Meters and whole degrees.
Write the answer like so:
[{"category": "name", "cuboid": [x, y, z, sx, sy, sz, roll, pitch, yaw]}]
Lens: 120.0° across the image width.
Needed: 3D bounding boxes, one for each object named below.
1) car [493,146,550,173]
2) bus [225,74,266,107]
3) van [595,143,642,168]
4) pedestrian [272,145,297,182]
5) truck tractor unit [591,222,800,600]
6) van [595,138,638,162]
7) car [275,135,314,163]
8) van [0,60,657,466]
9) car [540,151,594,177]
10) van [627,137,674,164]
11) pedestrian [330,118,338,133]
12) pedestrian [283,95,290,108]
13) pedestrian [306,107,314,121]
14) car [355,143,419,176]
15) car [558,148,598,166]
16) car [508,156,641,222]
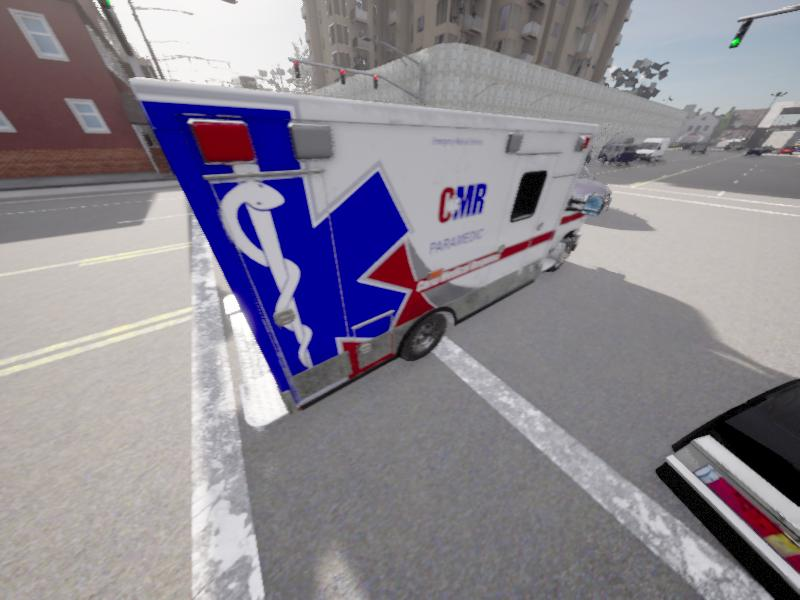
[{"category": "car", "cuboid": [10.687, -12.460, 20.315, 4.553, 1.767, 2.097, -22, 41, -29]}, {"category": "bus", "cuboid": [-30.313, -40.816, 45.226, 3.944, 4.253, 10.273, -22, 46, -29]}, {"category": "van", "cuboid": [22.433, -14.865, 23.737, 4.442, 1.987, 1.775, -22, 41, -29]}, {"category": "pedestrian", "cuboid": [-6.997, -8.273, 14.007, 0.751, 1.860, 0.751, -25, 42, -31]}, {"category": "truck tractor unit", "cuboid": [5.329, 0.025, 0.331, 6.516, 4.208, 3.053, -7, 36, -10]}, {"category": "van", "cuboid": [29.236, -20.370, 31.189, 5.915, 2.561, 1.988, -23, 41, -29]}, {"category": "car", "cuboid": [-10.650, -15.238, 23.181, 1.930, 1.638, 5.238, -22, 46, -29]}, {"category": "van", "cuboid": [0.791, -1.197, 3.579, 6.366, 2.431, 2.351, -22, 41, -29]}, {"category": "car", "cuboid": [13.240, -10.884, 18.335, 3.633, 1.501, 1.845, -23, 41, -30]}, {"category": "van", "cuboid": [31.254, -18.713, 28.859, 5.915, 2.561, 1.988, -22, 41, -29]}, {"category": "pedestrian", "cuboid": [-10.369, -27.465, 36.393, 0.751, 1.860, 0.751, -22, 41, -28]}, {"category": "pedestrian", "cuboid": [-23.971, -41.881, 48.740, 0.751, 1.860, 0.751, -23, 42, -30]}, {"category": "pedestrian", "cuboid": [-15.904, -32.752, 40.636, 0.751, 1.860, 0.751, -22, 41, -29]}, {"category": "car", "cuboid": [-0.992, -11.188, 18.276, 4.605, 1.855, 1.932, 19, 43, 24]}, {"category": "car", "cuboid": [19.957, -16.124, 25.941, 4.193, 1.474, 1.816, -22, 41, -29]}, {"category": "car", "cuboid": [6.406, -4.770, 9.443, 2.033, 1.649, 4.856, 3, 35, 3]}]
